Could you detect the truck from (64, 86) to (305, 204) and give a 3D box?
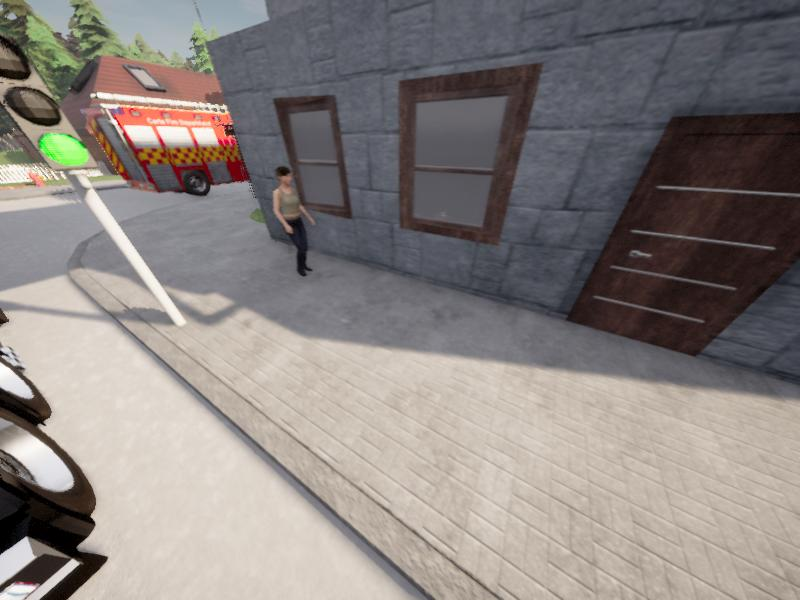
[{"bbox_3d":[-9.941,-8.323,12.688,2.891,3.827,8.468,16,38,22],"label":"truck"}]

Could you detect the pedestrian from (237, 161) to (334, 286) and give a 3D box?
[{"bbox_3d":[-1.845,-1.299,4.015,0.751,1.860,0.751,14,37,20],"label":"pedestrian"}]

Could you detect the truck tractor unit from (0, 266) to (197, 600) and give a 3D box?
[{"bbox_3d":[-5.116,-0.295,0.784,6.516,4.208,3.053,18,39,24],"label":"truck tractor unit"}]
